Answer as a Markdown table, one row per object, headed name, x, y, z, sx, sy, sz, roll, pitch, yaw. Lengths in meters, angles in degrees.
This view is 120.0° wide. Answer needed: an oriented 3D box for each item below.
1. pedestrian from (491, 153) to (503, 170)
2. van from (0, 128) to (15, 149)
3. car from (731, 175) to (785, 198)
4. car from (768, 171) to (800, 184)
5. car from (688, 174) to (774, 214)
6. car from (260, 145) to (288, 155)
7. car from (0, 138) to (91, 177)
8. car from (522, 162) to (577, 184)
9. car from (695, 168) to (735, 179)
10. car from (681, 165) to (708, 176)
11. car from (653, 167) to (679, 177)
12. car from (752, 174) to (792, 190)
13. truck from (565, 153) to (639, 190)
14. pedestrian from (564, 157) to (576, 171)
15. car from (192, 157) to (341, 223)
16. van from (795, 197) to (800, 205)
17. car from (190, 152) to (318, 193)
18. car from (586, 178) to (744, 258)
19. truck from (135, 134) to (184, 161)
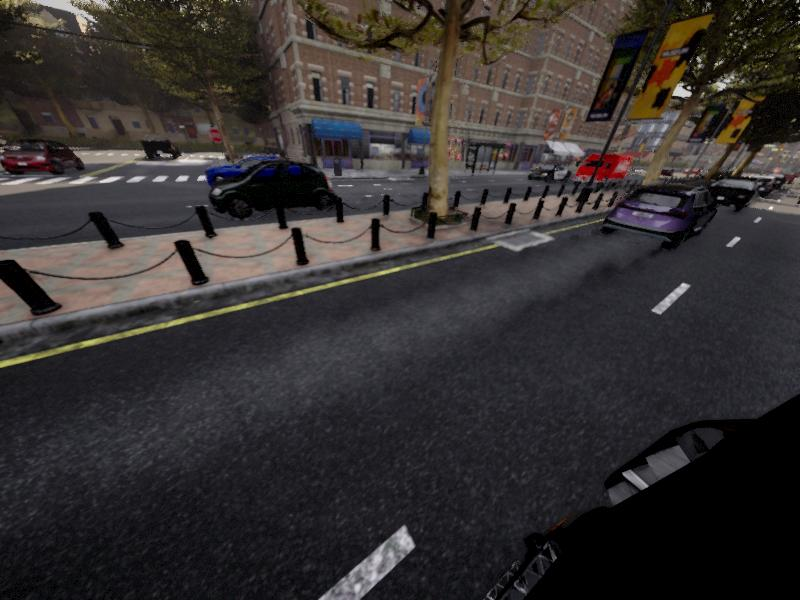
| name | x | y | z | sx | sy | sz | roll | pitch | yaw |
| --- | --- | --- | --- | --- | --- | --- | --- | --- | --- |
| pedestrian | 12.724 | -18.195 | 30.448 | 0.751 | 1.860 | 0.751 | -22 | 41 | -32 |
| van | -48.104 | -17.773 | 24.654 | 6.366 | 2.431 | 2.351 | -18 | 39 | -28 |
| car | 32.207 | -10.302 | 20.799 | 3.806 | 1.475 | 1.970 | -18 | 39 | -28 |
| car | 65.192 | -20.779 | 39.161 | 5.027 | 1.651 | 2.152 | -18 | 39 | -28 |
| car | 20.093 | -6.544 | 13.995 | 5.238 | 1.638 | 1.930 | -18 | 39 | -28 |
| car | -23.083 | -27.553 | 42.405 | 4.181 | 1.385 | 1.994 | -16 | 38 | -27 |
| car | -20.604 | -8.261 | 13.296 | 1.851 | 1.617 | 3.988 | -16 | 38 | -26 |
| car | 14.423 | -12.249 | 22.240 | 4.974 | 1.542 | 2.038 | -17 | 39 | -28 |
| car | 59.685 | -24.086 | 43.830 | 3.806 | 1.475 | 1.970 | 9 | 34 | 10 |
| car | 62.435 | -27.465 | 48.976 | 4.611 | 1.667 | 2.242 | -17 | 39 | -28 |
| car | 46.248 | -22.333 | 40.187 | 4.181 | 1.385 | 1.994 | -20 | 40 | -31 |
| car | 45.086 | -14.378 | 27.979 | 4.892 | 1.490 | 1.837 | -17 | 39 | -28 |
| truck | 17.735 | -11.387 | 20.355 | 5.204 | 2.467 | 2.627 | -18 | 39 | -28 |
| pedestrian | 27.755 | -22.211 | 37.731 | 0.751 | 1.860 | 0.751 | -16 | 38 | -26 |
| car | -4.443 | -4.031 | 8.234 | 3.988 | 1.617 | 1.851 | -18 | 39 | -28 |
| van | 31.794 | -8.312 | 16.800 | 5.915 | 2.561 | 1.988 | -17 | 39 | -28 |
| car | -6.996 | -6.484 | 11.788 | 5.008 | 1.535 | 1.882 | -4 | 35 | -11 |
| car | 8.888 | -3.000 | 7.748 | 4.856 | 1.649 | 2.033 | -18 | 39 | -28 |
| truck | -25.603 | -16.511 | 24.887 | 2.390 | 2.098 | 6.274 | -18 | 39 | -29 |
